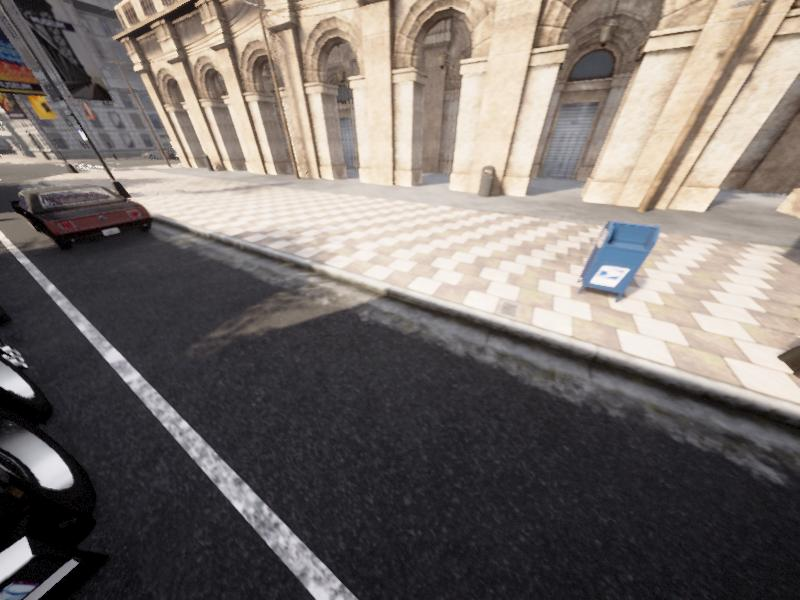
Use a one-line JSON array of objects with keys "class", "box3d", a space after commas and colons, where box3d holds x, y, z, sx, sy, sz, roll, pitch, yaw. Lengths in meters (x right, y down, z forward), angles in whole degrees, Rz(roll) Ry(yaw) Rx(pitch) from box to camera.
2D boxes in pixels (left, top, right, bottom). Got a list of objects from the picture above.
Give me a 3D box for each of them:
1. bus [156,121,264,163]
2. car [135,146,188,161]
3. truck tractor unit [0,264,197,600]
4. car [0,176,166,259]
[{"class": "bus", "box3d": [-25.845, -22.199, 32.519, 3.944, 4.253, 10.273, 18, 39, 25]}, {"class": "car", "box3d": [-36.267, -22.442, 35.291, 2.152, 1.651, 5.027, 18, 39, 24]}, {"class": "truck tractor unit", "box3d": [-5.120, -0.289, 0.784, 6.516, 4.208, 3.053, 18, 39, 24]}, {"class": "car", "box3d": [-9.492, -2.654, 6.799, 4.718, 1.301, 1.895, 18, 39, 24]}]
